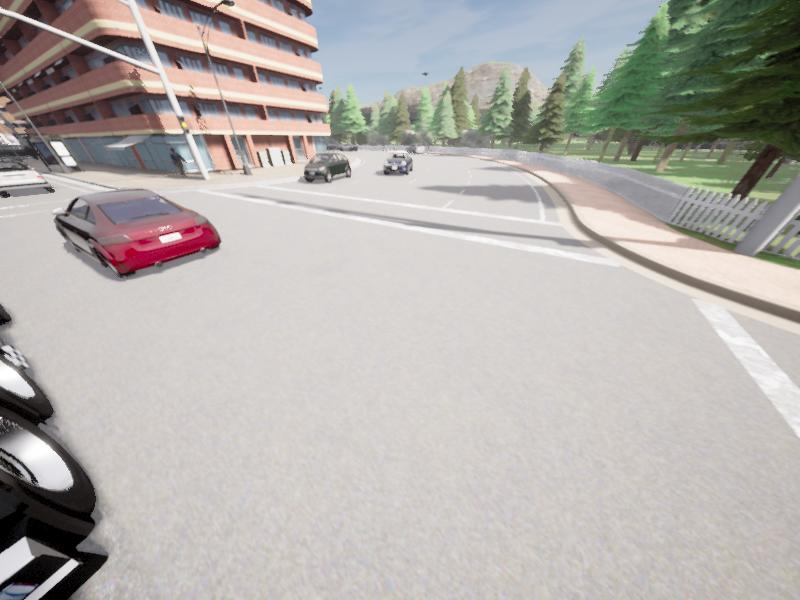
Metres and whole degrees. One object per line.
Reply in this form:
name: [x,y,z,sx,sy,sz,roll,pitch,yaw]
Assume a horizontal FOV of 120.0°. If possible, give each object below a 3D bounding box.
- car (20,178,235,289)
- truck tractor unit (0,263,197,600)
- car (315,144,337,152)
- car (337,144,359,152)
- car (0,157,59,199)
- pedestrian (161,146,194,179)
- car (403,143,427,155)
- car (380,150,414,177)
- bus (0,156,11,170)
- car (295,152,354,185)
car: [-6.433,-1.875,5.545,4.181,1.385,1.994,18,39,24]
truck tractor unit: [-5.116,-0.293,0.787,6.516,4.208,3.053,18,39,24]
car: [-17.771,-36.692,55.569,4.892,1.490,1.837,18,39,25]
car: [-11.760,-34.256,51.964,4.974,1.542,2.038,25,42,32]
car: [-21.216,-6.773,12.600,3.988,1.617,1.851,18,39,25]
pedestrian: [-14.879,-9.204,15.488,0.751,1.860,0.751,18,39,25]
car: [2.687,-27.512,41.973,2.242,1.667,4.611,-16,38,-21]
car: [-0.124,-10.778,18.122,1.970,1.475,3.806,5,35,8]
bus: [-46.416,-15.987,23.834,10.273,4.253,3.944,18,39,25]
car: [-4.770,-8.802,15.269,1.789,1.549,3.705,10,36,15]
